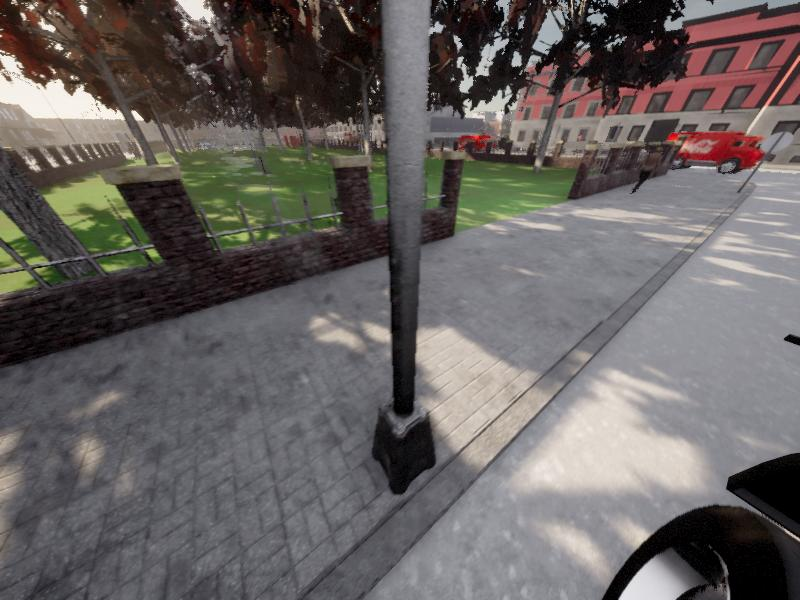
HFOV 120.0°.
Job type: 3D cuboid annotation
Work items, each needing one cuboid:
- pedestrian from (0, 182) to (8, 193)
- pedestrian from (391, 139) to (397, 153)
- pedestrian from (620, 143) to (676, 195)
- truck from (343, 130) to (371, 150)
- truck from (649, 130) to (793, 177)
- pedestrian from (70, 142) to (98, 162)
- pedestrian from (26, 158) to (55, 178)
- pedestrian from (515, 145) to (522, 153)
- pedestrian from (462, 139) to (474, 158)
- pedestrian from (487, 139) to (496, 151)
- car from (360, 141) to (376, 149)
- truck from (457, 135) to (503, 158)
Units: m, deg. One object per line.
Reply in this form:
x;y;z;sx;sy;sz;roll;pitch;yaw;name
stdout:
-20.038;-6.028;10.779;0.751;1.860;0.751;-22;41;-28;pedestrian
-1.030;-25.793;38.661;0.751;1.860;0.751;-22;41;-28;pedestrian
10.653;-5.636;9.984;0.751;1.860;0.751;-20;40;-25;pedestrian
-10.649;-39.038;56.416;2.891;3.827;8.468;-22;41;-28;truck
22.834;-10.806;16.914;2.627;2.467;5.204;-16;38;-22;truck
-34.691;-16.243;25.382;0.751;1.860;0.751;-12;37;-16;pedestrian
-24.157;-8.909;15.556;0.500;1.100;0.500;-25;42;-31;pedestrian
18.164;-23.107;35.362;0.500;1.100;0.500;-23;41;-29;pedestrian
8.154;-18.227;27.859;0.751;1.860;0.751;-22;41;-28;pedestrian
16.411;-27.753;41.390;0.751;1.860;0.751;-8;36;-11;pedestrian
-8.378;-40.325;60.095;2.033;1.649;4.856;-22;41;-28;car
10.752;-21.077;31.574;2.627;2.467;5.204;-22;41;-28;truck
